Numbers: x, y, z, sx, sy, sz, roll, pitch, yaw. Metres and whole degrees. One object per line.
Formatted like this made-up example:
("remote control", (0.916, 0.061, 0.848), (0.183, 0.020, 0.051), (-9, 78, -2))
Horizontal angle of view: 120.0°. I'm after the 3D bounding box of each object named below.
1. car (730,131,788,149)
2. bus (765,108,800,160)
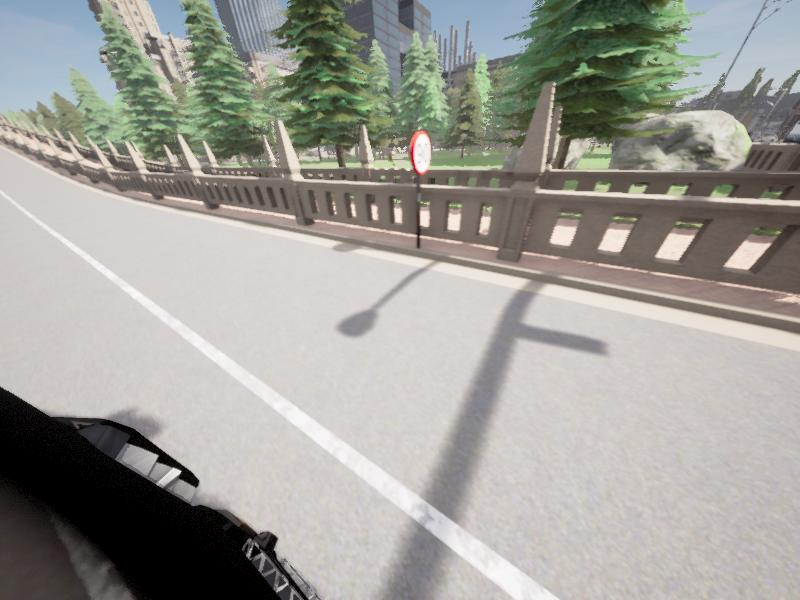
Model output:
("car", (46.276, -20.776, 29.972), (2.152, 1.651, 5.027), (17, 39, 27))
("bus", (31.572, -11.560, 14.972), (3.944, 4.253, 10.273), (17, 38, 27))
